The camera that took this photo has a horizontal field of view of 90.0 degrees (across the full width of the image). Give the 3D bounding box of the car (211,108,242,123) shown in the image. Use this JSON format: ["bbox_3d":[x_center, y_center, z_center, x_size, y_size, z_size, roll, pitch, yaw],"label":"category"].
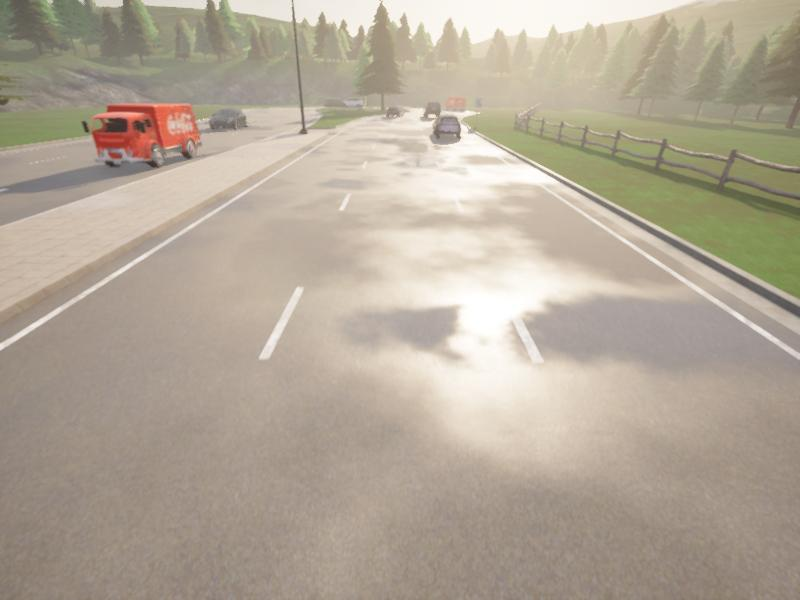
[{"bbox_3d":[-19.146,-20.526,44.340,1.895,1.301,4.718,-2,27,-6],"label":"car"}]

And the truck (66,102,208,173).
[{"bbox_3d":[-11.396,-7.508,18.103,2.627,2.467,5.204,1,27,0],"label":"truck"}]

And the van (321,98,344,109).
[{"bbox_3d":[-13.857,-40.514,82.377,4.442,1.987,1.775,-23,35,-38],"label":"van"}]

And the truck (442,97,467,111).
[{"bbox_3d":[10.799,-39.232,80.037,2.627,2.467,5.204,-10,29,-19],"label":"truck"}]

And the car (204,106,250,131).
[{"bbox_3d":[-14.991,-15.960,35.081,2.097,1.767,4.553,0,27,-2],"label":"car"}]

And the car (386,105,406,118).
[{"bbox_3d":[-0.563,-26.825,56.803,1.837,1.490,4.892,6,27,11],"label":"car"}]

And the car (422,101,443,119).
[{"bbox_3d":[4.482,-26.674,56.043,2.150,2.045,5.566,0,27,-2],"label":"car"}]

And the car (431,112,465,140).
[{"bbox_3d":[3.661,-13.741,31.475,2.033,1.649,4.856,1,27,0],"label":"car"}]

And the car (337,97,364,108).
[{"bbox_3d":[-10.768,-43.117,87.438,5.566,2.045,2.150,-7,28,-15],"label":"car"}]
